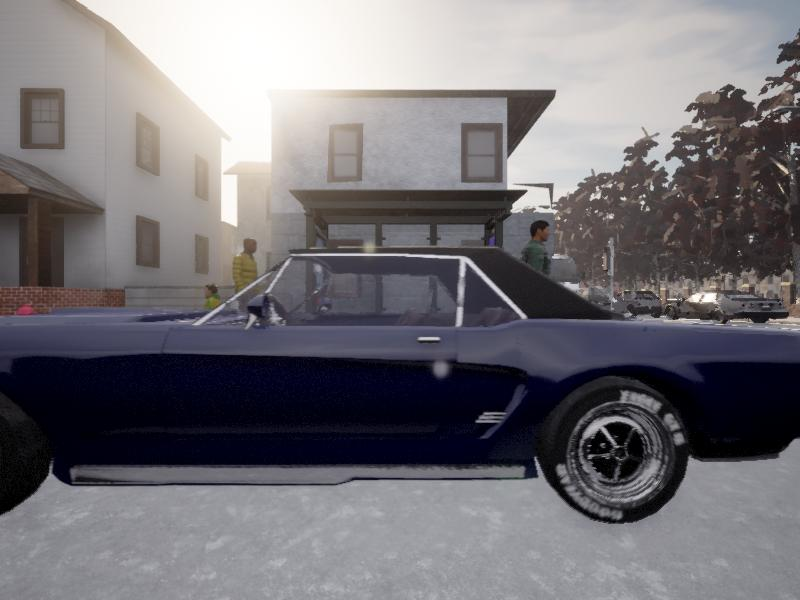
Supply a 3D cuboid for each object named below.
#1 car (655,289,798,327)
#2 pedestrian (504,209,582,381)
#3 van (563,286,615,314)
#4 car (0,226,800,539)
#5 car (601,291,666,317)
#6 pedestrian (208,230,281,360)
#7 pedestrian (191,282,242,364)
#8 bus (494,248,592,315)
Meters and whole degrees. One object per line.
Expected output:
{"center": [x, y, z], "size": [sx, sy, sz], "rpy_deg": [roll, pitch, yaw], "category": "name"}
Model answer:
{"center": [13.943, 0.295, 17.675], "size": [2.033, 1.411, 5.357], "rpy_deg": [0, 0, 2], "category": "car"}
{"center": [1.661, -0.054, 4.767], "size": [0.751, 1.860, 0.751], "rpy_deg": [0, 0, 9], "category": "pedestrian"}
{"center": [14.270, -0.001, 30.576], "size": [1.775, 1.987, 4.442], "rpy_deg": [0, 0, -2], "category": "van"}
{"center": [-0.405, 0.344, 2.624], "size": [4.718, 1.301, 1.895], "rpy_deg": [0, 0, -1], "category": "car"}
{"center": [14.191, 0.227, 24.569], "size": [1.845, 1.501, 3.633], "rpy_deg": [0, 0, -1], "category": "car"}
{"center": [-2.389, -0.075, 6.196], "size": [0.751, 1.860, 0.751], "rpy_deg": [0, 0, 16], "category": "pedestrian"}
{"center": [-2.554, 0.305, 5.594], "size": [0.500, 1.100, 0.500], "rpy_deg": [0, 0, -4], "category": "pedestrian"}
{"center": [10.251, -1.130, 30.439], "size": [3.944, 4.253, 10.273], "rpy_deg": [0, 0, 1], "category": "bus"}
